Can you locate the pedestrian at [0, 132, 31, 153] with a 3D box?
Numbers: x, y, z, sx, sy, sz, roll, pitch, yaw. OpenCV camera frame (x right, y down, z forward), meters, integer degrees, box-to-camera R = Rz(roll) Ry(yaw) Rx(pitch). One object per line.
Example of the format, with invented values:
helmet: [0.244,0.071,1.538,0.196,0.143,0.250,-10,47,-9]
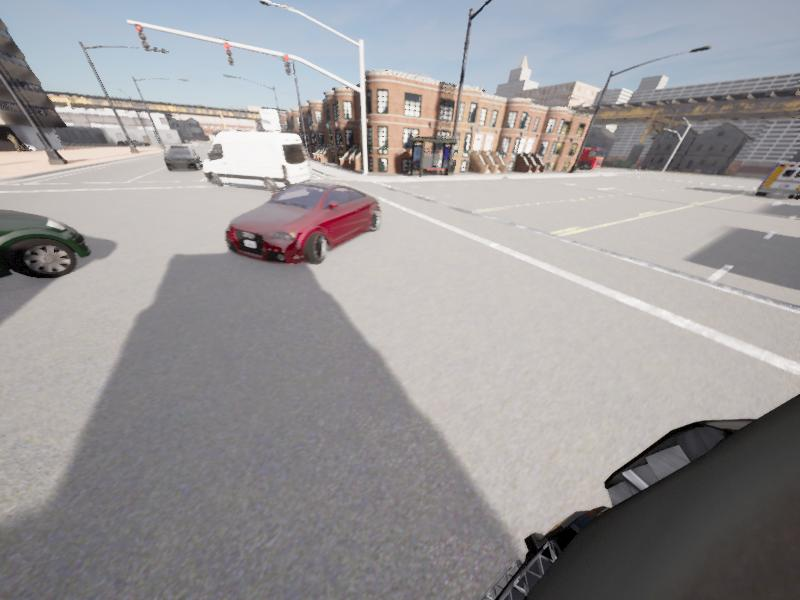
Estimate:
pedestrian: [-42.820,-17.553,25.733,0.751,1.860,0.751,-6,34,-13]

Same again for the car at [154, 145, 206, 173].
car: [-17.376,-11.407,18.534,1.930,1.638,5.238,-16,38,-26]

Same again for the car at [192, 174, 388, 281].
car: [-2.124,-2.218,5.944,1.994,1.385,4.181,15,35,18]

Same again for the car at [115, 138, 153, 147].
car: [-61.148,-36.193,53.185,5.238,1.638,1.930,-18,39,-27]

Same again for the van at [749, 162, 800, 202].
van: [32.008,-9.738,18.814,6.366,2.431,2.351,-16,38,-26]

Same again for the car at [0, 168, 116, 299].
car: [-7.206,-0.559,2.850,1.851,1.617,3.988,11,34,12]

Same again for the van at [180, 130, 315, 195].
van: [-7.955,-7.474,12.432,5.915,2.561,1.988,12,37,13]

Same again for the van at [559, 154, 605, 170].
van: [36.446,-27.818,46.528,2.351,2.431,6.366,-16,38,-25]

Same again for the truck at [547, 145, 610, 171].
truck: [33.672,-27.250,44.198,2.891,3.827,8.468,-16,38,-26]
